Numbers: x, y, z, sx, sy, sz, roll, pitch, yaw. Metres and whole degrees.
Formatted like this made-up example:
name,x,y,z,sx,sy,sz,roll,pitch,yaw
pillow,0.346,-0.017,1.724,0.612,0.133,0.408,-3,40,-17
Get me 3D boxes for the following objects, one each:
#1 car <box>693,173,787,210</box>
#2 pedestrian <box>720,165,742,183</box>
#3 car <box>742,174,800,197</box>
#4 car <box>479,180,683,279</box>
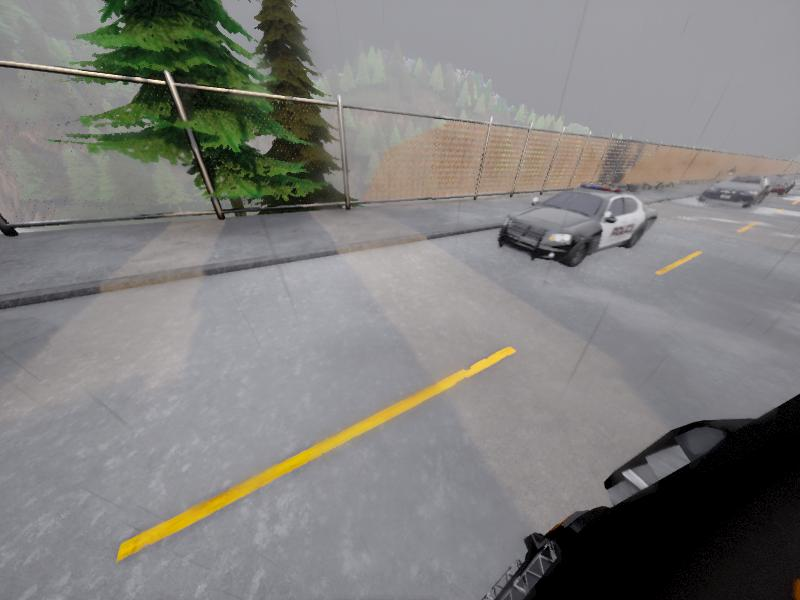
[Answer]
name,x,y,z,sx,sy,sz,roll,pitch,yaw
car,21.291,-6.905,14.488,5.027,1.651,2.152,-16,38,-26
pedestrian,42.006,-16.021,29.336,0.751,1.860,0.751,-16,38,-26
car,33.609,-10.351,20.735,4.792,1.488,2.163,-16,38,-26
car,4.876,-2.213,6.258,4.974,1.542,2.038,-16,38,-25
